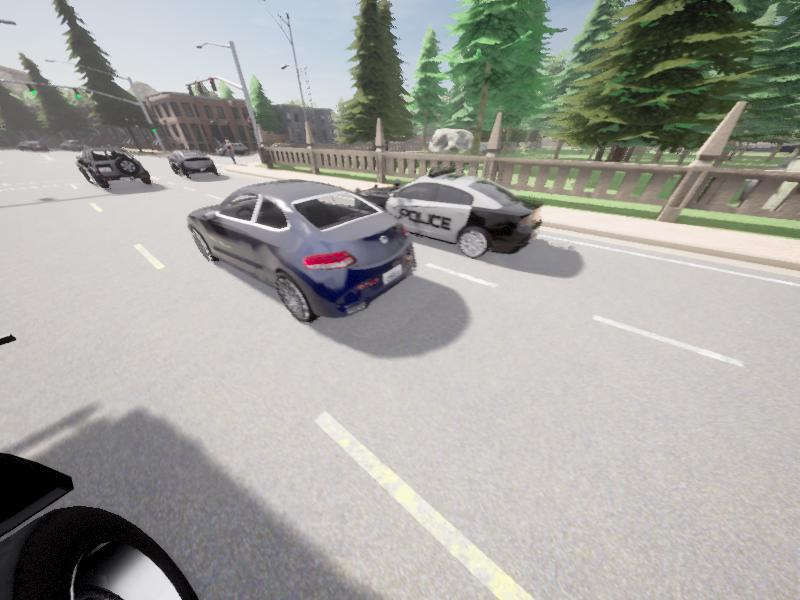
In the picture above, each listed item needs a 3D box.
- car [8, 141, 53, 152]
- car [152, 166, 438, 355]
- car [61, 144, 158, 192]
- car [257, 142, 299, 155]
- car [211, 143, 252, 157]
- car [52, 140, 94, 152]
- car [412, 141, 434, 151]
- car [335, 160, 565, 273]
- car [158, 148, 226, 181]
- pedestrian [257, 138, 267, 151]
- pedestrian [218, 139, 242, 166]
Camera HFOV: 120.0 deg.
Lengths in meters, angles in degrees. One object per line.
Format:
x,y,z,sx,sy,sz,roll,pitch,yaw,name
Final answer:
-60.189,-25.045,37.659,4.792,1.488,2.163,11,36,14,car
-2.101,-1.343,4.392,5.027,1.651,2.152,23,41,29,car
-15.452,-7.154,12.298,4.605,1.855,1.932,21,40,28,car
-18.691,-23.511,35.751,1.801,1.575,5.366,23,41,29,car
-22.747,-20.346,31.312,1.970,1.475,3.806,23,41,29,car
-55.550,-26.184,39.264,4.611,1.667,2.242,13,37,17,car
4.775,-31.490,47.223,1.930,1.638,5.238,23,41,29,car
0.904,-2.564,6.134,5.238,1.638,1.930,23,41,29,car
-14.123,-9.267,15.632,4.902,1.511,2.128,27,43,33,car
-23.465,-26.466,39.352,0.751,1.860,0.751,18,39,23,pedestrian
-14.511,-12.632,19.794,0.751,1.860,0.751,9,36,12,pedestrian
